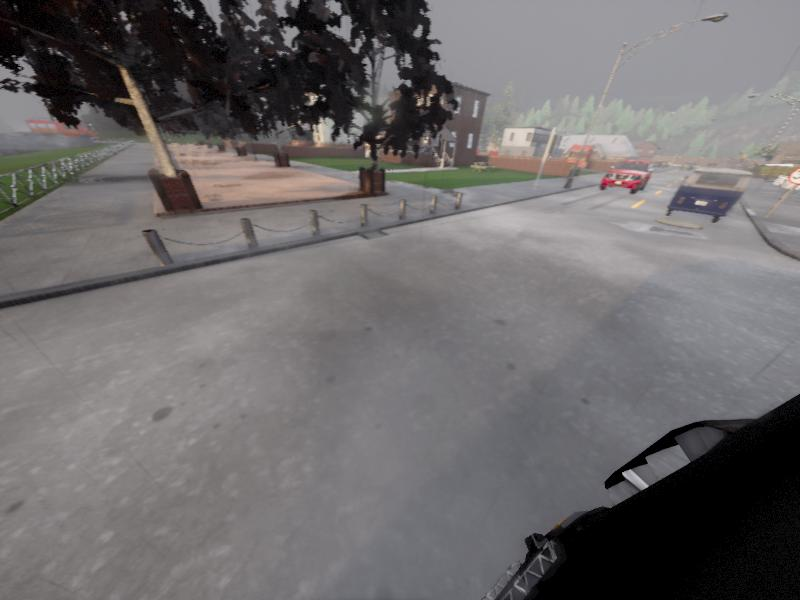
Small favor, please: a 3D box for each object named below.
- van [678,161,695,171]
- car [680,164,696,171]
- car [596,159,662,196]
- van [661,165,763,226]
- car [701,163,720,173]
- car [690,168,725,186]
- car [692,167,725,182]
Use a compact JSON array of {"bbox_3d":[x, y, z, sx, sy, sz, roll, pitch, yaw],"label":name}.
[{"bbox_3d":[71.018,-33.121,57.167,4.442,1.987,1.775,-24,42,-34],"label":"van"},{"bbox_3d":[77.322,-35.676,61.998,5.357,1.411,2.033,-24,42,-34],"label":"car"},{"bbox_3d":[17.428,-9.438,17.556,5.566,2.045,2.150,-24,42,-34],"label":"car"},{"bbox_3d":[14.218,-5.023,10.751,4.442,1.987,1.775,-25,43,-35],"label":"van"},{"bbox_3d":[72.329,-30.726,53.784,3.866,1.878,1.905,-24,42,-34],"label":"car"},{"bbox_3d":[35.736,-14.386,26.857,4.892,1.490,1.837,-24,42,-34],"label":"car"},{"bbox_3d":[41.819,-17.071,31.356,4.792,1.488,2.163,-24,42,-34],"label":"car"}]
